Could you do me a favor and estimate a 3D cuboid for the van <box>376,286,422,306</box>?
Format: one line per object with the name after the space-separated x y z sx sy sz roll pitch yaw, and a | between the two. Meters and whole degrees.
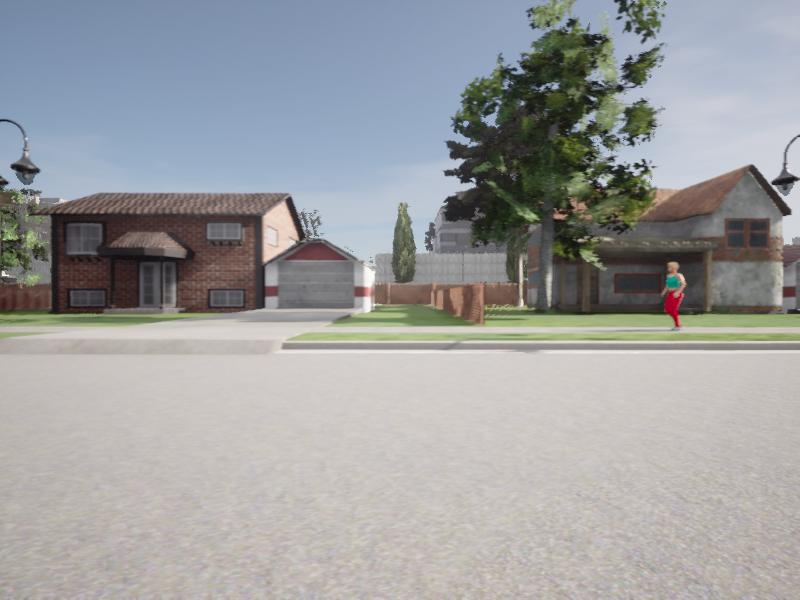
-0.092 -0.555 52.104 5.915 2.561 1.988 0 0 1 | van

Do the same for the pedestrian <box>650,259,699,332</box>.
7.237 -0.122 10.563 0.751 1.860 0.751 0 0 -3 | pedestrian
